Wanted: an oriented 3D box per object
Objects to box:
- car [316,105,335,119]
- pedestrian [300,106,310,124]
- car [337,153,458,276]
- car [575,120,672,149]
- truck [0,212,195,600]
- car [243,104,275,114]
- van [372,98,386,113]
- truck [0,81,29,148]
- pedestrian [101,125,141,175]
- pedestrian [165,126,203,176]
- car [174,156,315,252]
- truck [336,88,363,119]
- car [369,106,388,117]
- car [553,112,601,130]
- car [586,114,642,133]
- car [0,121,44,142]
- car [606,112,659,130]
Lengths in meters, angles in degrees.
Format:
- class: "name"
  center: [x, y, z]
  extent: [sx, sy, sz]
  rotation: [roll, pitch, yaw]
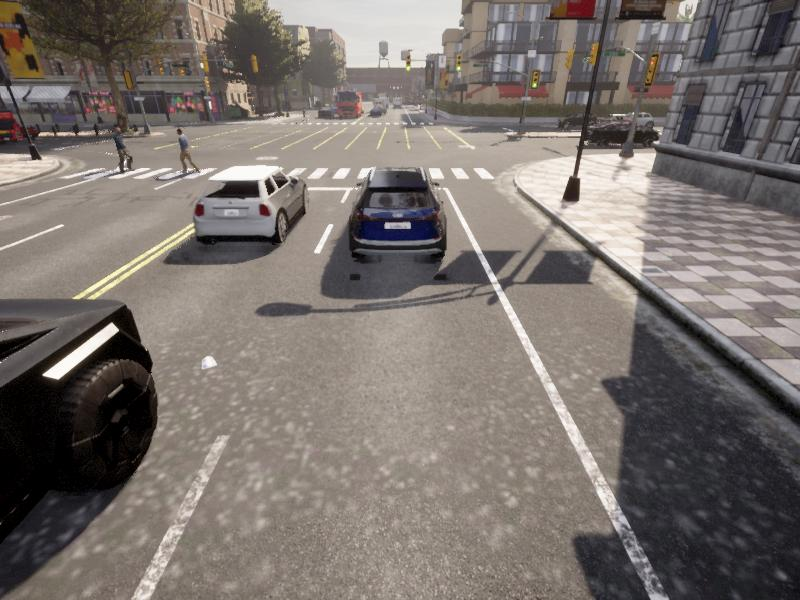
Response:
- class: "car"
  center: [-10.848, -27.587, 58.641]
  extent: [1.930, 1.638, 5.238]
  rotation: [-1, 27, -1]
- class: "pedestrian"
  center: [-11.029, -21.484, 46.443]
  extent: [0.751, 1.860, 0.751]
  rotation: [0, 27, 1]
- class: "car"
  center: [-0.050, -2.253, 9.234]
  extent: [2.033, 1.649, 4.856]
  rotation: [0, 26, 0]
- class: "car"
  center: [14.368, -10.781, 26.009]
  extent: [4.902, 1.511, 2.128]
  rotation: [0, 27, 0]
- class: "truck"
  center: [-3.507, 1.585, 1.244]
  extent: [2.390, 2.098, 6.274]
  rotation: [0, 27, 0]
- class: "car"
  center: [-25.735, -34.979, 73.177]
  extent: [4.974, 1.542, 2.038]
  rotation: [0, 27, 1]
- class: "van"
  center: [-3.959, -37.781, 77.656]
  extent: [2.351, 2.431, 6.366]
  rotation: [0, 27, 0]
- class: "truck"
  center: [-29.905, -11.816, 25.485]
  extent: [8.468, 3.827, 2.891]
  rotation: [0, 27, 0]
- class: "pedestrian"
  center: [-11.764, -6.351, 16.928]
  extent: [0.751, 1.860, 0.751]
  rotation: [-7, 28, -14]
- class: "pedestrian"
  center: [-8.968, -6.215, 16.664]
  extent: [0.751, 1.860, 0.751]
  rotation: [3, 27, 6]
- class: "car"
  center: [-3.554, -2.575, 10.038]
  extent: [1.970, 1.475, 3.806]
  rotation: [0, 27, 0]
- class: "truck"
  center: [-7.358, -29.181, 59.358]
  extent: [2.891, 3.827, 8.468]
  rotation: [0, 27, 0]
- class: "car"
  center: [-3.410, -29.990, 63.625]
  extent: [1.994, 1.385, 4.181]
  rotation: [5, 28, 9]
- class: "car"
  center: [17.355, -17.644, 39.346]
  extent: [3.705, 1.549, 1.789]
  rotation: [0, 27, 0]
- class: "car"
  center: [19.288, -16.013, 36.249]
  extent: [3.806, 1.475, 1.970]
  rotation: [0, 27, 0]
- class: "car"
  center: [-29.309, -12.289, 29.181]
  extent: [4.718, 1.301, 1.895]
  rotation: [0, 27, 0]
- class: "car"
  center: [22.787, -17.609, 39.362]
  extent: [3.806, 1.475, 1.970]
  rotation: [0, 27, 0]
